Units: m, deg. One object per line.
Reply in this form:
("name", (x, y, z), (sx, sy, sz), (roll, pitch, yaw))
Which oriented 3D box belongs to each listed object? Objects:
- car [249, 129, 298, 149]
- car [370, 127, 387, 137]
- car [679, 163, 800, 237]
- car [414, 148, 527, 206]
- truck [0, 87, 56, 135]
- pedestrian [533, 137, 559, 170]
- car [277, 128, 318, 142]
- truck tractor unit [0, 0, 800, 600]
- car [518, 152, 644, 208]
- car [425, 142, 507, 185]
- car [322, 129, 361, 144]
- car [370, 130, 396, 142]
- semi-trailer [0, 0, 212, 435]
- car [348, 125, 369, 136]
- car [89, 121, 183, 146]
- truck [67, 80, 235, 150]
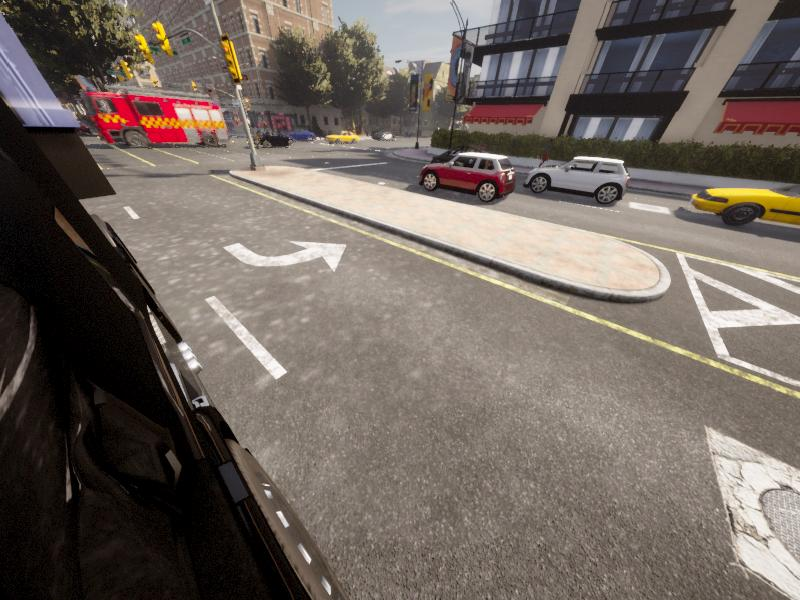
("car", (-12.597, -16.250, 23.283), (1.845, 1.501, 3.633), (27, 44, 29))
("car", (-5.425, -41.908, 57.711), (3.866, 1.878, 1.905), (30, 44, 31))
("car", (12.687, -2.809, 6.877), (5.366, 1.575, 1.801), (28, 43, 29))
("car", (2.759, -5.248, 9.597), (3.806, 1.475, 1.970), (28, 43, 29))
("truck", (-42.459, -20.963, 25.777), (8.468, 3.827, 2.891), (28, 43, 29))
("pedestrian", (10.032, -10.070, 15.882), (0.751, 1.860, 0.751), (27, 43, 29))
("car", (-14.157, -22.881, 32.113), (4.674, 1.442, 1.812), (-21, 43, -28))
("truck tractor unit", (-2.645, -0.295, 0.351), (6.516, 4.208, 3.053), (28, 44, 30))
("car", (7.680, -5.387, 10.092), (3.806, 1.475, 1.970), (28, 44, 30))
("car", (3.489, -7.613, 12.737), (3.705, 1.549, 1.789), (28, 43, 29))
("car", (-8.002, -22.774, 32.248), (1.801, 1.575, 5.366), (26, 42, 28))
("car", (-3.010, -29.788, 41.972), (2.038, 1.542, 4.974), (25, 42, 27))
("semi-trailer", (-9.457, -2.940, 3.286), (14.254, 4.402, 2.717), (19, 40, 20))
("car", (-11.113, -45.022, 61.383), (5.566, 2.045, 2.150), (28, 43, 29))
("car", (-23.642, -15.136, 21.003), (1.930, 1.638, 5.238), (27, 44, 29))
("truck", (-19.977, -15.252, 19.566), (2.891, 3.827, 8.468), (27, 43, 29))
